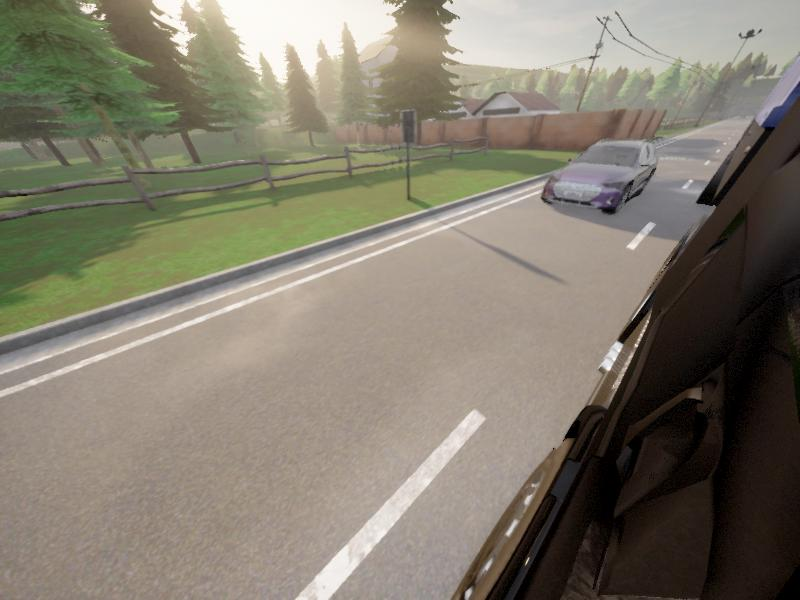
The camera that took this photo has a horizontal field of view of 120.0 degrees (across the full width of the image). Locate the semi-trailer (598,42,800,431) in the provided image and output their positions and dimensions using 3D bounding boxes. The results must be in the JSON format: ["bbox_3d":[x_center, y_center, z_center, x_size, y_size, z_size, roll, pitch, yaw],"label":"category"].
[{"bbox_3d":[8.693,-3.607,4.237,14.254,4.402,2.717,-28,44,-30],"label":"semi-trailer"}]

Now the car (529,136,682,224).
[{"bbox_3d":[6.501,-4.043,7.267,4.856,1.649,2.033,-28,44,-30],"label":"car"}]

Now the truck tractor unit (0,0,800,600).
[{"bbox_3d":[2.645,-0.295,0.351,6.516,4.208,3.053,-28,44,-30],"label":"truck tractor unit"}]
